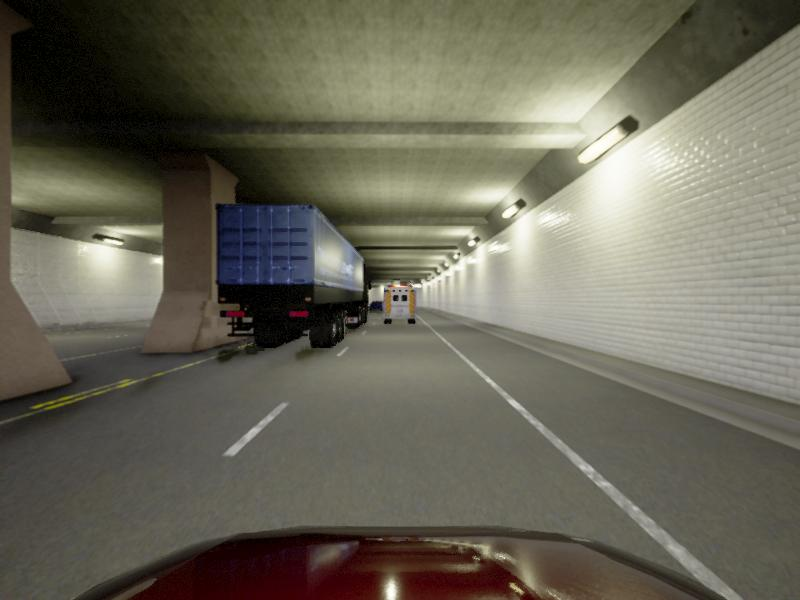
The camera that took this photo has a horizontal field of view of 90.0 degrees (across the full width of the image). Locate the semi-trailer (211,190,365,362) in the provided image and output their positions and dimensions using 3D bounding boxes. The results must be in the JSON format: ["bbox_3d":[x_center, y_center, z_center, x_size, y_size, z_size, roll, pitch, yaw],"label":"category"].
[{"bbox_3d":[-3.497,-0.611,17.415,2.717,4.402,14.254,0,0,0],"label":"semi-trailer"}]

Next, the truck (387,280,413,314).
[{"bbox_3d":[0.015,-0.302,49.234,2.891,3.827,8.468,0,0,0],"label":"truck"}]

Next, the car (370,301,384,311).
[{"bbox_3d":[-3.486,0.846,61.142,1.882,1.535,5.008,0,0,0],"label":"car"}]

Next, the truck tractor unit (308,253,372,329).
[{"bbox_3d":[-3.512,-0.511,25.331,3.053,4.208,6.516,0,0,0],"label":"truck tractor unit"}]

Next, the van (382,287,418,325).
[{"bbox_3d":[0.007,0.389,29.413,2.351,2.431,6.366,0,0,0],"label":"van"}]
